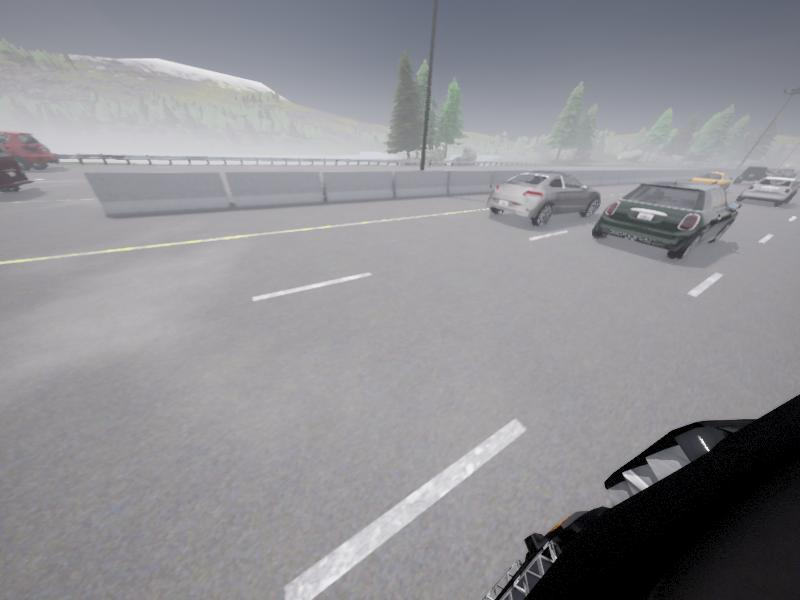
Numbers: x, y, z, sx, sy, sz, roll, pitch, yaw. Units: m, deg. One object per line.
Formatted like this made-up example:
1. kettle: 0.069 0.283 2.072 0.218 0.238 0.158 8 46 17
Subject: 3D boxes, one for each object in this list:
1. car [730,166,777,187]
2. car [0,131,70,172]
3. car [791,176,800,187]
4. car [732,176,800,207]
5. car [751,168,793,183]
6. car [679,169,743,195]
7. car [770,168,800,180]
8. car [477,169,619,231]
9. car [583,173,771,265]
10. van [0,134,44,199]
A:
1. car: 41.105 -14.446 26.870 3.866 1.878 1.905 -16 38 -25
2. car: -25.074 -8.874 13.703 5.566 2.045 2.150 -16 38 -26
3. car: 51.064 -14.970 28.609 3.988 1.617 1.851 -16 38 -26
4. car: 24.389 -7.205 15.167 3.806 1.475 1.970 -16 38 -26
5. car: 53.152 -17.840 33.023 4.611 1.667 2.242 -16 38 -26
6. car: 26.195 -10.003 19.422 5.366 1.575 1.801 -17 38 -26
7. car: 67.041 -21.839 40.036 4.856 1.649 2.033 -15 37 -25
8. car: 5.825 -4.161 9.153 5.027 1.651 2.152 -16 38 -26
9. car: 8.209 -2.681 6.935 4.553 1.767 2.097 -16 38 -26
10. van: -16.767 -4.527 7.795 4.442 1.987 1.775 -16 38 -26
